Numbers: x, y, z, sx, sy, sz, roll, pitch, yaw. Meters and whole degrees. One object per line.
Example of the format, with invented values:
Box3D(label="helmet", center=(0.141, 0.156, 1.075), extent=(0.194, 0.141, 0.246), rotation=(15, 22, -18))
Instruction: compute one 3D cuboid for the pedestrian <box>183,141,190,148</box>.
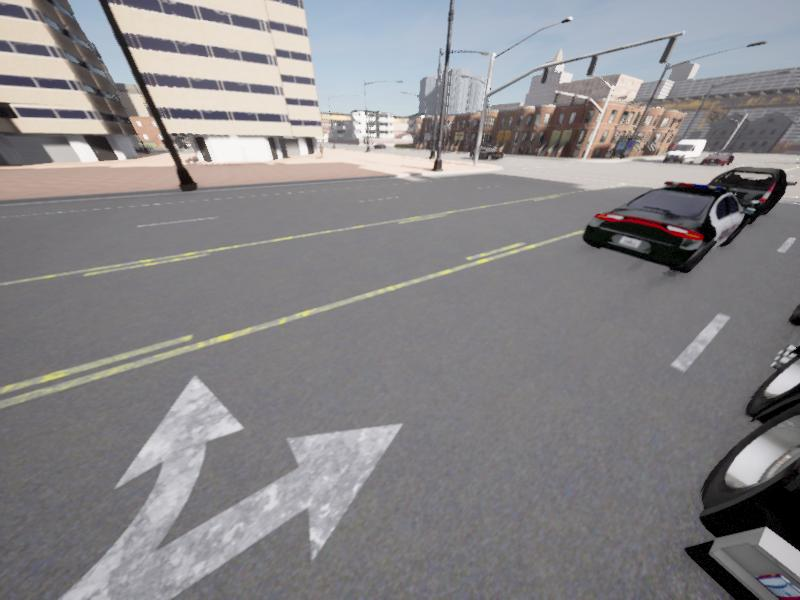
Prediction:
Box3D(label="pedestrian", center=(-66.504, -48.504, 71.890), extent=(0.751, 1.860, 0.751), rotation=(25, 42, 31))

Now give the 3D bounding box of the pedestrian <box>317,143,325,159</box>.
Box3D(label="pedestrian", center=(-11.030, -20.956, 32.434), extent=(0.751, 1.860, 0.751), rotation=(-8, 36, -12))

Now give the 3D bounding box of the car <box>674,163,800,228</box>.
Box3D(label="car", center=(12.721, -4.024, 8.575), extent=(3.988, 1.617, 1.851), rotation=(-18, 39, -25))

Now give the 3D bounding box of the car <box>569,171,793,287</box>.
Box3D(label="car", center=(7.005, -2.104, 5.812), extent=(4.974, 1.542, 2.038), rotation=(-19, 39, -24))

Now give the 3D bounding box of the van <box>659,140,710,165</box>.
Box3D(label="van", center=(37.123, -19.338, 30.114), extent=(5.915, 2.561, 1.988), rotation=(-18, 39, -25))

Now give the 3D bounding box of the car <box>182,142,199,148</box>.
Box3D(label="car", center=(-67.214, -49.855, 74.132), extent=(3.806, 1.475, 1.970), rotation=(-20, 40, -25))

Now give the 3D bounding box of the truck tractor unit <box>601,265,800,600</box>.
Box3D(label="truck tractor unit", center=(5.124, -0.284, 0.783), extent=(6.516, 4.208, 3.053), rotation=(-18, 39, -24))

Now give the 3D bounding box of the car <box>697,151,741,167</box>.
Box3D(label="car", center=(38.141, -16.874, 27.607), extent=(4.181, 1.385, 1.994), rotation=(-18, 39, -25))

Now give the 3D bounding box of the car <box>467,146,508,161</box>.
Box3D(label="car", center=(12.149, -20.602, 32.399), extent=(1.930, 1.638, 5.238), rotation=(-18, 39, -25))
